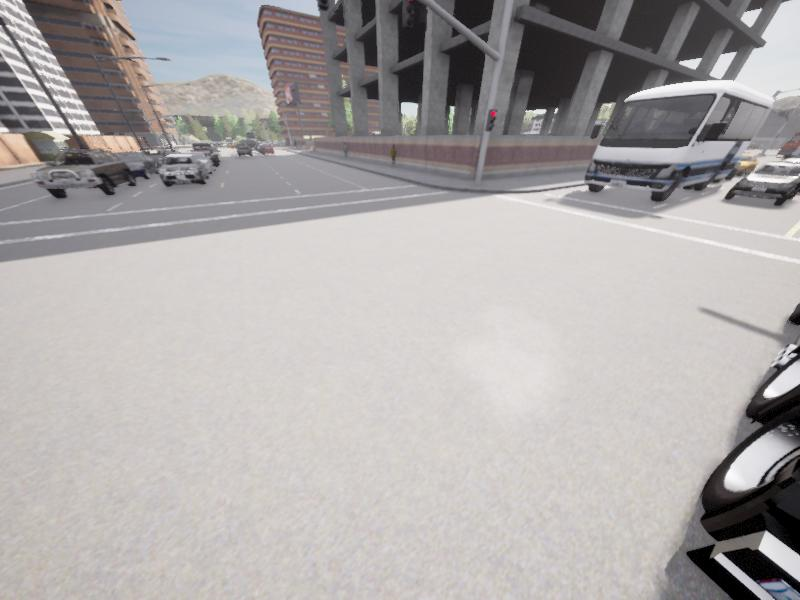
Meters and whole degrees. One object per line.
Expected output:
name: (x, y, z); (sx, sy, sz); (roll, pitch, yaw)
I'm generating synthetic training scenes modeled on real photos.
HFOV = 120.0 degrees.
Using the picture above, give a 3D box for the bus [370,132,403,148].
bus: (-4.493, -54.867, 79.114); (10.273, 4.253, 3.944); (-18, 39, -24)

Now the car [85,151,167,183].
car: (-18.338, -9.247, 15.850); (2.163, 1.488, 4.792); (-18, 39, -24)

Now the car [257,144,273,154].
car: (-25.166, -28.276, 43.155); (1.970, 1.475, 3.806); (-18, 39, -24)

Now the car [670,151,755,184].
car: (21.838, -9.361, 16.176); (4.611, 1.667, 2.242); (-18, 39, -25)

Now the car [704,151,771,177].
car: (27.962, -11.329, 19.136); (5.366, 1.575, 1.801); (-18, 39, -24)

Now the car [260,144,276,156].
car: (-22.313, -25.429, 39.016); (1.789, 1.549, 3.705); (-18, 39, -24)

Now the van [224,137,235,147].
van: (-59.361, -55.147, 80.537); (1.988, 2.561, 5.915); (-18, 39, -24)

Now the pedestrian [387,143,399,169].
pedestrian: (-0.557, -12.258, 19.686); (0.751, 1.860, 0.751); (-16, 38, -22)

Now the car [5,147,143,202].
car: (-15.266, -6.355, 11.369); (1.932, 1.855, 4.605); (-17, 38, -23)

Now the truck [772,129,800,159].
truck: (63.100, -22.801, 33.854); (2.891, 3.827, 8.468); (3, 35, 4)

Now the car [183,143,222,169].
car: (-18.746, -13.872, 22.137); (1.905, 1.878, 3.866); (-18, 39, -24)

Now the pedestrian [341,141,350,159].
pedestrian: (-6.967, -19.185, 29.588); (0.751, 1.860, 0.751); (-16, 38, -22)

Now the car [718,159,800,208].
car: (17.120, -5.456, 10.627); (3.705, 1.549, 1.789); (-18, 39, -24)

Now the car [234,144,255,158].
car: (-23.619, -22.681, 35.094); (2.128, 1.511, 4.902); (-18, 39, -24)

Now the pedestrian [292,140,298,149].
pedestrian: (-25.974, -38.554, 57.279); (0.751, 1.860, 0.751); (-18, 39, -25)

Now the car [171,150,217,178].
car: (-15.746, -10.660, 17.934); (1.812, 1.442, 4.674); (-18, 39, -24)

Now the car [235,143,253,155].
car: (-26.953, -26.095, 39.872); (2.033, 1.649, 4.856); (-18, 39, -24)

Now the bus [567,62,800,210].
bus: (14.238, -7.849, 11.680); (10.273, 4.253, 3.944); (-18, 39, -24)

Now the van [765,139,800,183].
van: (29.256, -9.791, 16.192); (6.366, 2.431, 2.351); (-18, 39, -24)

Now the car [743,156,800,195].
car: (22.680, -7.259, 13.301); (4.902, 1.511, 2.128); (-18, 39, -24)

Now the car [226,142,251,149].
car: (-44.605, -42.961, 64.049); (5.366, 1.575, 1.801); (-18, 39, -24)

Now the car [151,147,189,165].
car: (-24.574, -15.539, 24.849); (1.816, 1.474, 4.193); (-18, 39, -24)

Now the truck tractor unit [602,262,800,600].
truck tractor unit: (5.107, -0.306, 0.786); (6.516, 4.208, 3.053); (-18, 39, -24)

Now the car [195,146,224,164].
car: (-21.902, -16.895, 26.804); (1.837, 1.490, 4.892); (-18, 39, -24)

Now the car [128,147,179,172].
car: (-21.527, -12.512, 20.406); (1.851, 1.617, 3.988); (-18, 39, -24)

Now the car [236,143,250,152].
car: (-33.568, -32.729, 49.444); (2.007, 1.525, 4.514); (-18, 39, -24)

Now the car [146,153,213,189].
car: (-12.913, -7.829, 13.859); (1.970, 1.475, 3.806); (-18, 39, -24)

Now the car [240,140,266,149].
car: (-39.997, -42.355, 62.780); (5.566, 2.045, 2.150); (-18, 39, -24)
